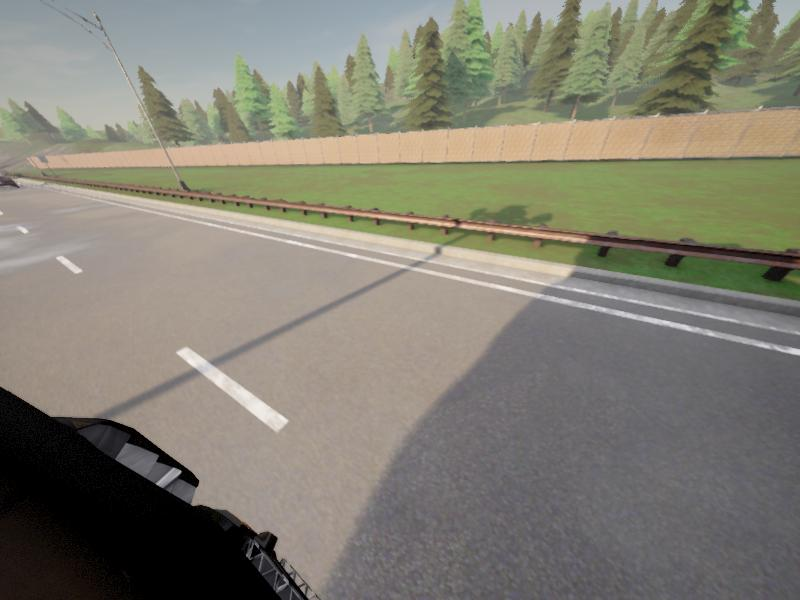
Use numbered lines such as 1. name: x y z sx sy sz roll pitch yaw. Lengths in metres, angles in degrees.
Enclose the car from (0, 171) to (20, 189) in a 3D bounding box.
1. car: -41.098 -12.169 23.453 4.674 1.442 1.812 16 38 26
